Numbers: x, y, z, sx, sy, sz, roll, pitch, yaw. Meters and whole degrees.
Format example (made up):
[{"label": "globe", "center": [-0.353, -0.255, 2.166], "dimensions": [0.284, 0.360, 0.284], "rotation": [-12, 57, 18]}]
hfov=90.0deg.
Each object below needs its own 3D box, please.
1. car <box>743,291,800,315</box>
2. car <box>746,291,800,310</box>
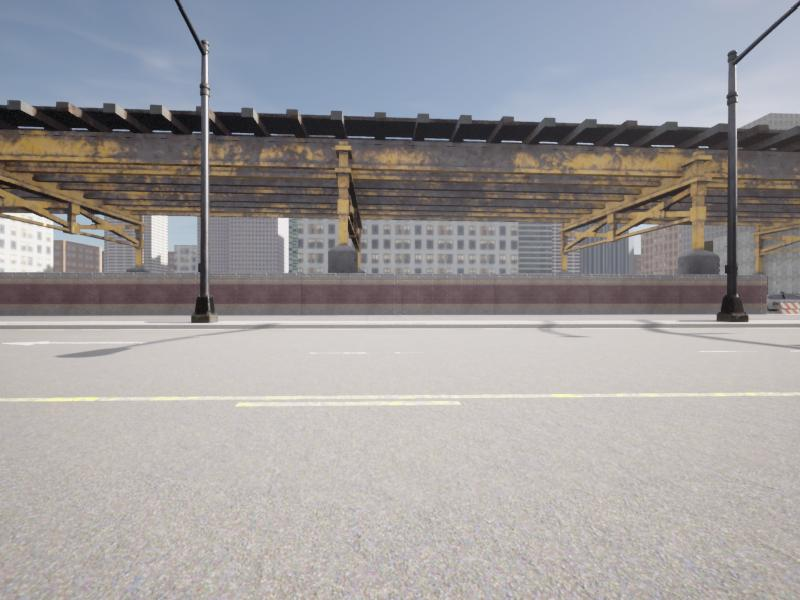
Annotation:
[{"label": "car", "center": [27.003, 0.196, 27.666], "dimensions": [4.974, 1.542, 2.038], "rotation": [0, 0, 42]}, {"label": "car", "center": [26.964, 0.038, 27.700], "dimensions": [4.536, 1.218, 1.853], "rotation": [0, 0, 42]}]
